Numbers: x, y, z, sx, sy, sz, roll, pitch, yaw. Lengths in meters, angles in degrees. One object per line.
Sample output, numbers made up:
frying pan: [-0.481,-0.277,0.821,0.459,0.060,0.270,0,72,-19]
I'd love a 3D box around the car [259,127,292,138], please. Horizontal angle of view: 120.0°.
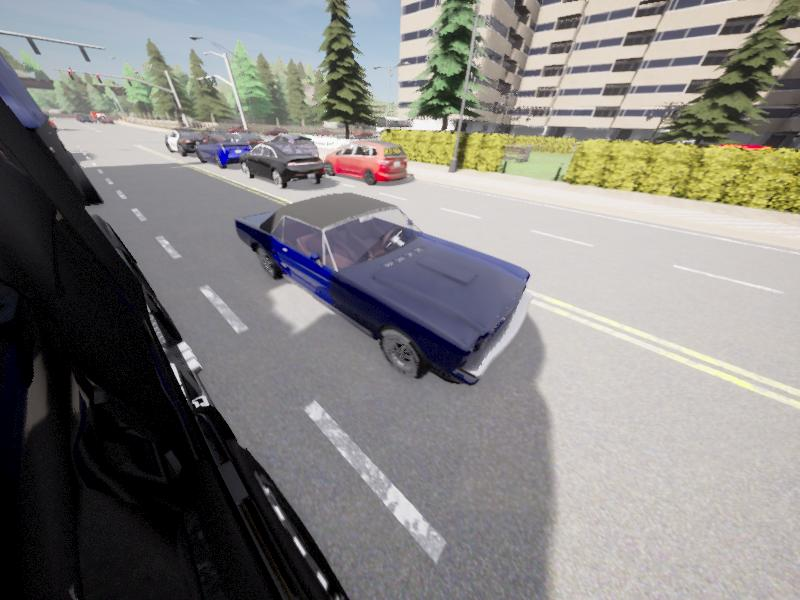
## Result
car: [-22.116,-29.835,41.130,1.812,1.442,4.674,28,44,30]

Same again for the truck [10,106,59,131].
truck: [-50.549,-25.181,32.117,5.204,2.467,2.627,28,44,30]

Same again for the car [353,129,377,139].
car: [-7.723,-36.406,50.775,2.152,1.651,5.027,28,43,30]

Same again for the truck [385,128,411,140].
truck: [-0.421,-38.350,53.475,2.390,2.098,6.274,29,44,31]

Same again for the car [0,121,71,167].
car: [-19.948,-8.481,12.384,5.238,1.638,1.930,28,44,30]

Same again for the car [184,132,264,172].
car: [-10.217,-8.692,13.410,4.514,1.525,2.007,28,43,30]

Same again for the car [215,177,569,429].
car: [-0.575,-0.714,3.512,4.718,1.301,1.895,28,43,30]

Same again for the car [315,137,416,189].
car: [-1.789,-6.978,11.543,4.611,1.667,2.242,28,43,30]

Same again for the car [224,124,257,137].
car: [-27.620,-29.471,40.139,1.851,1.617,3.988,30,44,32]

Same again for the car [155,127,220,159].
car: [-15.554,-11.547,16.892,4.974,1.542,2.038,28,43,30]

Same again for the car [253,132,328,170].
car: [-7.169,-9.834,15.063,4.856,1.649,2.033,28,43,30]

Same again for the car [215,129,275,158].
car: [-12.488,-12.637,18.563,4.974,1.542,2.038,28,43,30]

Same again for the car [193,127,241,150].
car: [-17.214,-15.211,21.714,4.514,1.525,2.007,29,44,31]

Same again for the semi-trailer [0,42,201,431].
semi-trailer: [-8.692,-3.605,4.241,14.254,4.402,2.717,28,44,30]

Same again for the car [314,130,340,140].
car: [-13.637,-31.067,43.413,4.181,1.385,1.994,-26,45,-33]

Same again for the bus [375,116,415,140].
bus: [-1.074,-42.025,56.576,3.944,4.253,10.273,28,44,30]

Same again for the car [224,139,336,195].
car: [-5.347,-6.083,10.237,4.902,1.511,2.128,28,43,30]

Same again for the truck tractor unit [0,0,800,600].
truck tractor unit: [-2.645,-0.295,0.351,6.516,4.208,3.053,28,44,30]
